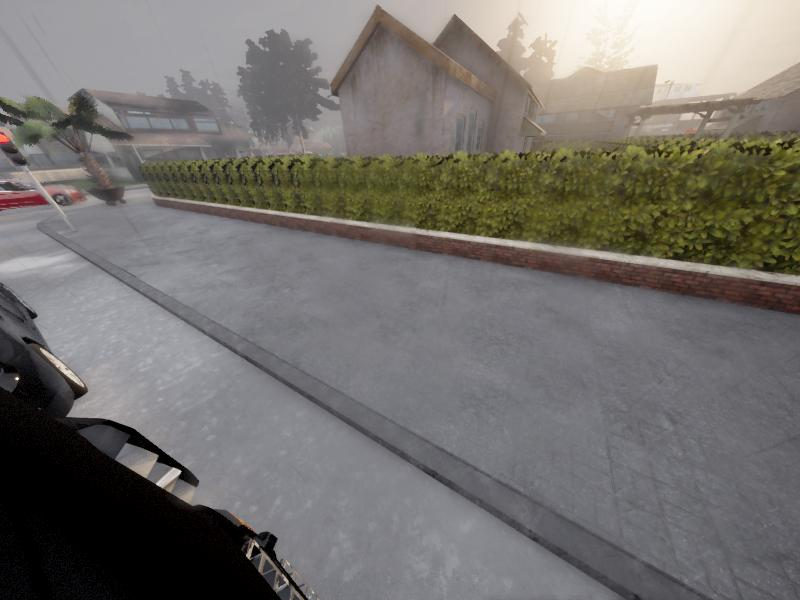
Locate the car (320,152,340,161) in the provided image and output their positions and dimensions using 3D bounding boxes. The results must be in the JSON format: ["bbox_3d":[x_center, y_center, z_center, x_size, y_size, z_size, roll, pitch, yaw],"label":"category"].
[{"bbox_3d":[-18.270,-37.419,60.246,4.611,1.667,2.242,16,38,26],"label":"car"}]

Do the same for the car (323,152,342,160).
[{"bbox_3d":[-18.709,-40.146,64.284,4.856,1.649,2.033,16,38,26],"label":"car"}]

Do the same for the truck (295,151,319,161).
[{"bbox_3d":[-25.669,-39.760,63.820,6.274,2.098,2.390,16,38,26],"label":"truck"}]

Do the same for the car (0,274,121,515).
[{"bbox_3d":[-5.340,0.496,2.211,5.008,1.535,1.882,16,38,26],"label":"car"}]

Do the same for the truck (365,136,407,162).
[{"bbox_3d":[-2.598,-29.985,45.796,2.891,3.827,8.468,25,43,35],"label":"truck"}]

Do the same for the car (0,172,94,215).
[{"bbox_3d":[-21.740,-6.079,13.232,4.611,1.667,2.242,-29,42,-33],"label":"car"}]

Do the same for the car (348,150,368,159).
[{"bbox_3d":[-10.883,-37.973,60.290,4.553,1.767,2.097,16,38,26],"label":"car"}]
